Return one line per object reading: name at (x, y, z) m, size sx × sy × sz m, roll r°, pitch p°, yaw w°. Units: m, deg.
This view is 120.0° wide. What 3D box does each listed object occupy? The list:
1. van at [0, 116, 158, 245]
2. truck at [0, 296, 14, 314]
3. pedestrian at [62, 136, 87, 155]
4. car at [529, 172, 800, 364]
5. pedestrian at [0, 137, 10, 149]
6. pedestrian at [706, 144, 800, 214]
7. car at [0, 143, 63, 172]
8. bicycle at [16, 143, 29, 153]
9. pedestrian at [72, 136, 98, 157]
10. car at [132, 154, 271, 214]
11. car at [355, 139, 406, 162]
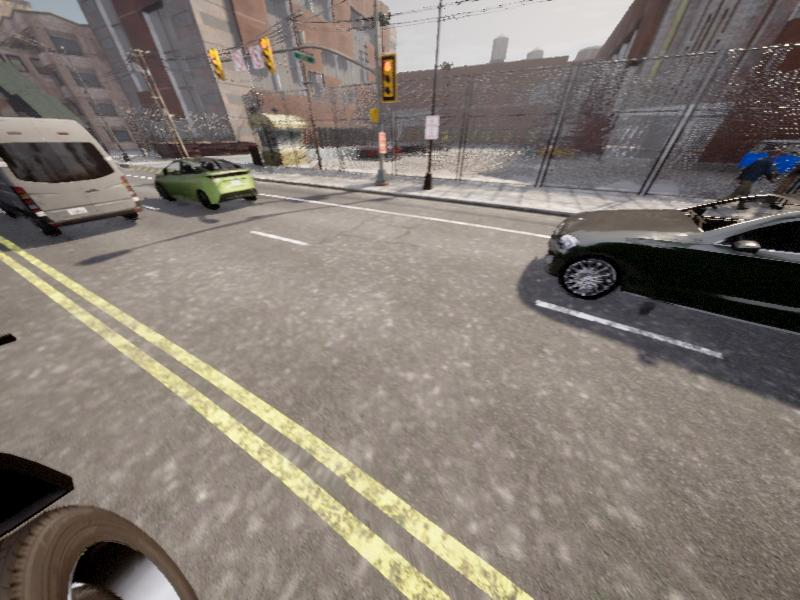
van at (-10.651, -3.721, 6.846) m, size 5.915 × 2.561 × 1.988 m, roll 17°, pitch 39°, yaw 22°
truck at (-9.403, -0.912, 3.297) m, size 6.274 × 2.098 × 2.390 m, roll 16°, pitch 39°, yaw 21°
pedestrian at (-38.698, -18.353, 27.495) m, size 0.751 × 1.860 × 0.751 m, roll 15°, pitch 38°, yaw 19°
car at (5.050, -0.582, 3.297) m, size 5.027 × 1.651 × 2.152 m, roll 22°, pitch 41°, yaw 28°
pedestrian at (-66.859, -26.365, 38.603) m, size 0.751 × 1.860 × 0.751 m, roll 16°, pitch 39°, yaw 21°
pedestrian at (11.200, -3.832, 7.357) m, size 0.751 × 1.860 × 0.751 m, roll 15°, pitch 38°, yaw 19°
car at (-29.349, -11.177, 17.992) m, size 4.856 × 1.649 × 2.033 m, roll 17°, pitch 39°, yaw 22°
bicycle at (-52.582, -21.196, 32.163) m, size 1.643 × 1.024 × 0.373 m, roll 16°, pitch 29°, yaw 21°
pedestrian at (-34.671, -16.875, 25.442) m, size 0.751 × 1.860 × 0.751 m, roll 17°, pitch 39°, yaw 22°
car at (-7.744, -4.704, 9.102) m, size 4.514 × 1.525 × 2.007 m, roll 17°, pitch 39°, yaw 22°
car at (-1.940, -15.276, 23.516) m, size 4.553 × 1.767 × 2.185 m, roll 16°, pitch 39°, yaw 21°
